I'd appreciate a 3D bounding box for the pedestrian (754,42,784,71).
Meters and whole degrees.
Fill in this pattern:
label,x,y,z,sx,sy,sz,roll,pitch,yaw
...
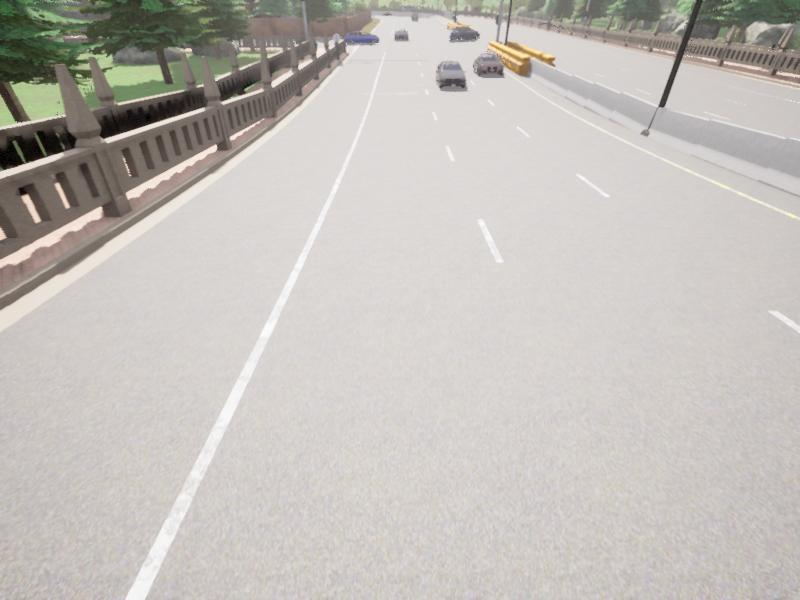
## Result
label,x,y,z,sx,sy,sz,roll,pitch,yaw
pedestrian,29.251,-19.299,31.740,0.751,1.860,0.751,0,37,0

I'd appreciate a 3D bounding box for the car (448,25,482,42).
label,x,y,z,sx,sy,sz,roll,pitch,yaw
car,9.300,-38.308,57.472,4.553,1.767,2.097,-24,43,-28

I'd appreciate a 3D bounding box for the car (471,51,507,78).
label,x,y,z,sx,sy,sz,roll,pitch,yaw
car,7.015,-18.802,31.883,1.994,1.385,4.181,0,37,0

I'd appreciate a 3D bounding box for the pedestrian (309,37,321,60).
label,x,y,z,sx,sy,sz,roll,pitch,yaw
pedestrian,-8.089,-23.955,38.103,0.751,1.860,0.751,1,37,2

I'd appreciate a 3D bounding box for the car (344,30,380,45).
label,x,y,z,sx,sy,sz,roll,pitch,yaw
car,-5.040,-34.892,53.214,4.514,1.525,2.007,-3,37,-4

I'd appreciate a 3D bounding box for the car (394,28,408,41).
label,x,y,z,sx,sy,sz,roll,pitch,yaw
car,0.188,-39.036,58.836,1.994,1.385,4.181,0,37,0

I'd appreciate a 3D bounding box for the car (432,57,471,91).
label,x,y,z,sx,sy,sz,roll,pitch,yaw
car,3.498,-15.913,28.033,2.033,1.411,5.357,0,37,0
